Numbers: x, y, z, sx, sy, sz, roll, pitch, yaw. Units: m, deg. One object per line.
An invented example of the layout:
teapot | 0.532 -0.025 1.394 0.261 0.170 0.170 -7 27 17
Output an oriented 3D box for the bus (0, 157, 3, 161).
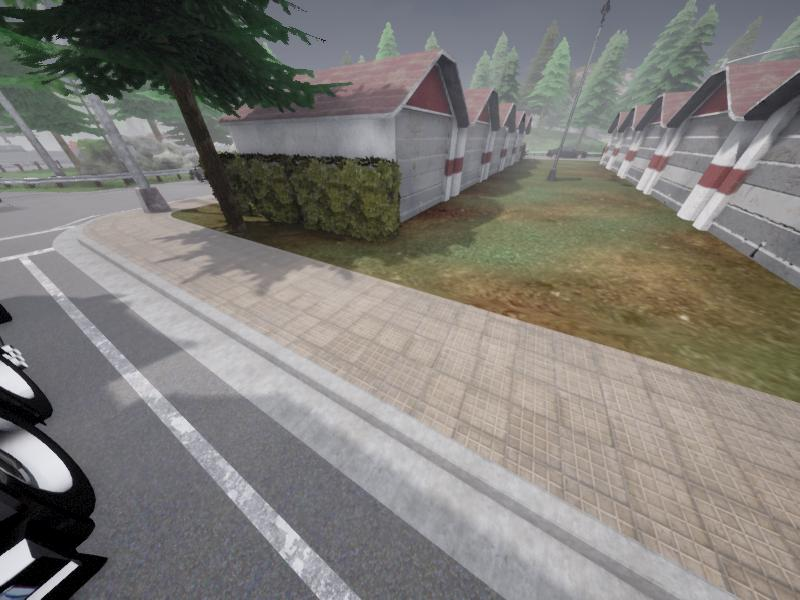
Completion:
bus | -65.381 -21.201 31.533 3.944 4.253 10.273 18 39 25

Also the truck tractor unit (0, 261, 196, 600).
truck tractor unit | -5.107 -0.305 0.785 6.516 4.208 3.053 19 39 24

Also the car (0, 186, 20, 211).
car | -17.673 -3.382 7.658 2.242 1.667 4.611 4 35 6
